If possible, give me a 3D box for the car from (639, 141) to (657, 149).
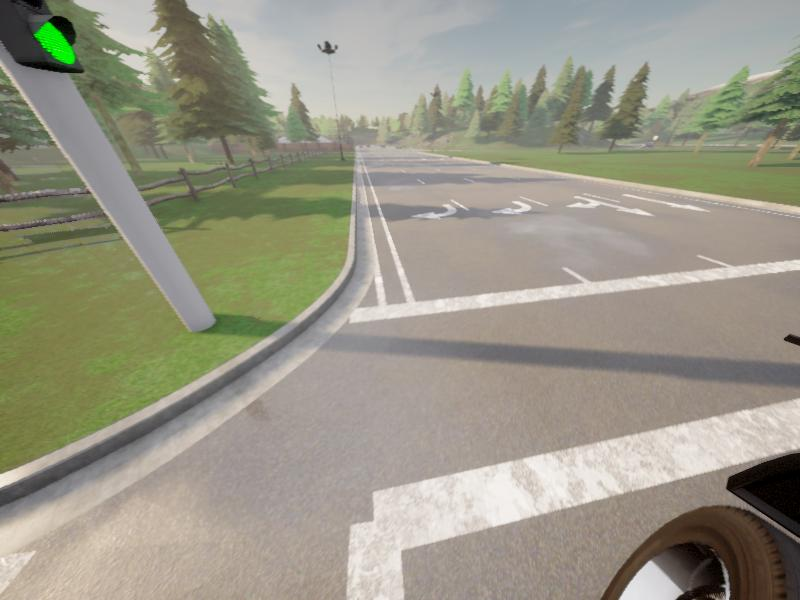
[{"bbox_3d":[70.095,-43.789,65.303,5.027,1.651,2.152,-24,41,-30],"label":"car"}]
